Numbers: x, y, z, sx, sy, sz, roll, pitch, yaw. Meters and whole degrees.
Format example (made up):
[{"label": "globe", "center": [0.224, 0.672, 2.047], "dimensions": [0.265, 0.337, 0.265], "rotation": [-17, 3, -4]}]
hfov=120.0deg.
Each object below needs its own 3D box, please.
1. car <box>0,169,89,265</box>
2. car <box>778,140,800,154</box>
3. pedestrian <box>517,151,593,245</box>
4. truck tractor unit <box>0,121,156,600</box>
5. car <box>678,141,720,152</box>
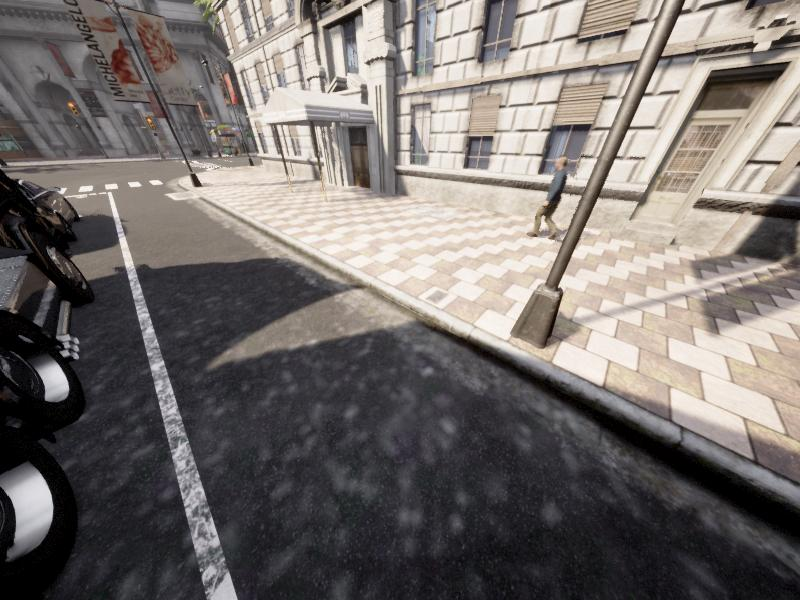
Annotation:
[{"label": "car", "center": [-10.634, -2.441, 6.256], "dimensions": [4.902, 1.511, 2.128], "rotation": [28, 44, 34]}, {"label": "car", "center": [64.372, -23.951, 36.227], "dimensions": [1.932, 1.855, 4.605], "rotation": [-4, 35, -6]}, {"label": "pedestrian", "center": [3.568, -2.382, 5.449], "dimensions": [0.751, 1.860, 0.751], "rotation": [-28, 43, -33]}, {"label": "truck tractor unit", "center": [-4.848, -0.504, 1.069], "dimensions": [6.516, 4.208, 3.053], "rotation": [28, 44, 34]}, {"label": "car", "center": [58.164, -30.051, 45.102], "dimensions": [4.553, 1.767, 2.097], "rotation": [28, 44, 34]}]
